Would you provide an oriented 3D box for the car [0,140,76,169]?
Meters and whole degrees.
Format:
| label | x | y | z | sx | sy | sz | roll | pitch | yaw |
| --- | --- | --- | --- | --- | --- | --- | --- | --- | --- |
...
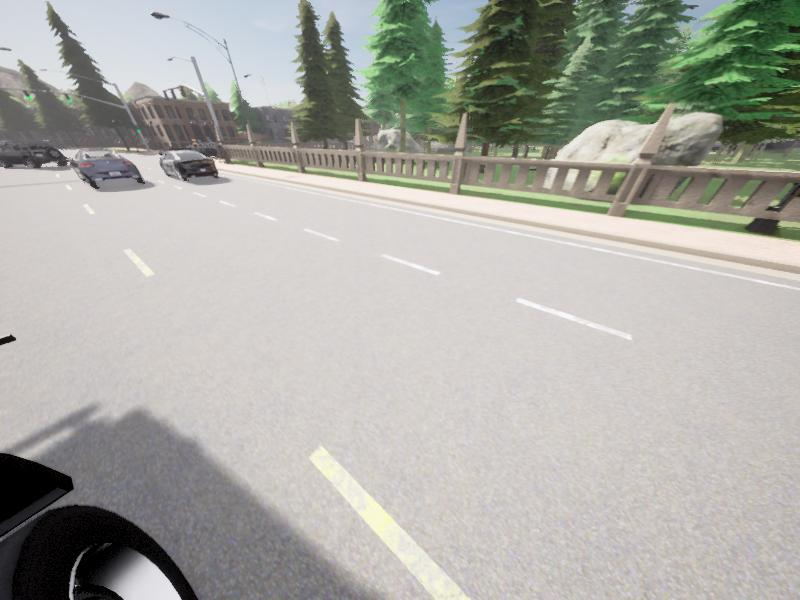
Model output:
| label | x | y | z | sx | sy | sz | roll | pitch | yaw |
| --- | --- | --- | --- | --- | --- | --- | --- | --- | --- |
| car | -30.314 | -11.831 | 18.804 | 4.605 | 1.855 | 1.932 | 4 | 34 | 6 |

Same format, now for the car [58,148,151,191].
| label | x | y | z | sx | sy | sz | roll | pitch | yaw |
| --- | --- | --- | --- | --- | --- | --- | --- | --- | --- |
| car | -16.647 | -7.498 | 12.998 | 5.027 | 1.651 | 2.152 | 23 | 41 | 29 |

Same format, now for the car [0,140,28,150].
| label | x | y | z | sx | sy | sz | roll | pitch | yaw |
| --- | --- | --- | --- | --- | --- | --- | --- | --- | --- |
| car | -72.359 | -28.478 | 42.425 | 4.792 | 1.488 | 2.163 | 7 | 36 | 9 |

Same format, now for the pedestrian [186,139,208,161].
| label | x | y | z | sx | sy | sz | roll | pitch | yaw |
| --- | --- | --- | --- | --- | --- | --- | --- | --- | --- |
| pedestrian | -20.282 | -15.003 | 23.097 | 0.751 | 1.860 | 0.751 | 9 | 36 | 12 |

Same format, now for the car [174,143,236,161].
| label | x | y | z | sx | sy | sz | roll | pitch | yaw |
| --- | --- | --- | --- | --- | --- | --- | --- | --- | --- |
| car | -22.317 | -17.175 | 26.770 | 2.128 | 1.511 | 4.902 | 14 | 37 | 18 |

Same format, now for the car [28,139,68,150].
| label | x | y | z | sx | sy | sz | roll | pitch | yaw |
| --- | --- | --- | --- | --- | --- | --- | --- | --- | --- |
| car | -67.568 | -29.889 | 44.414 | 4.611 | 1.667 | 2.242 | 9 | 36 | 12 |

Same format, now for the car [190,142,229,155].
| label | x | y | z | sx | sy | sz | roll | pitch | yaw |
| --- | --- | --- | --- | --- | --- | --- | --- | --- | --- |
| car | -28.499 | -22.726 | 34.621 | 1.970 | 1.475 | 3.806 | 23 | 41 | 29 |

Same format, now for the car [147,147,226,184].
| label | x | y | z | sx | sy | sz | roll | pitch | yaw |
| --- | --- | --- | --- | --- | --- | --- | --- | --- | --- |
| car | -13.675 | -8.734 | 14.758 | 5.238 | 1.638 | 1.930 | 23 | 41 | 29 |

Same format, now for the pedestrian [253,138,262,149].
| label | x | y | z | sx | sy | sz | roll | pitch | yaw |
| --- | --- | --- | --- | --- | --- | --- | --- | --- | --- |
| pedestrian | -27.536 | -30.277 | 44.697 | 0.751 | 1.860 | 0.751 | 22 | 41 | 27 |

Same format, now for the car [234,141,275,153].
| label | x | y | z | sx | sy | sz | roll | pitch | yaw |
| --- | --- | --- | --- | --- | --- | --- | --- | --- | --- |
| car | -24.437 | -25.892 | 39.053 | 1.801 | 1.575 | 5.366 | 23 | 41 | 29 |
